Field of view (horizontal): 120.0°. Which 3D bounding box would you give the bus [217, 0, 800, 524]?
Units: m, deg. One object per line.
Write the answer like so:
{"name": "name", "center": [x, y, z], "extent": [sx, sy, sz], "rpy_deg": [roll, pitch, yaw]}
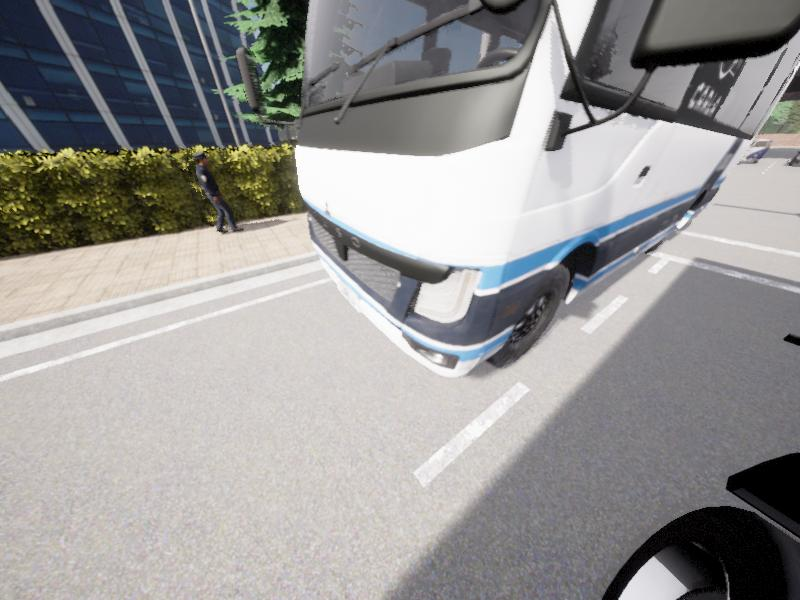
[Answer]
{"name": "bus", "center": [3.457, -2.774, 4.151], "extent": [10.273, 4.253, 3.944], "rpy_deg": [-21, 40, -29]}

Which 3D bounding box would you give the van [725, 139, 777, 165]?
{"name": "van", "center": [33.568, -14.217, 22.090], "extent": [4.442, 1.987, 1.775], "rpy_deg": [-22, 41, -28]}

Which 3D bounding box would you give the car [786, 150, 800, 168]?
{"name": "car", "center": [35.103, -12.144, 19.608], "extent": [4.674, 1.442, 1.812], "rpy_deg": [-22, 41, -28]}
